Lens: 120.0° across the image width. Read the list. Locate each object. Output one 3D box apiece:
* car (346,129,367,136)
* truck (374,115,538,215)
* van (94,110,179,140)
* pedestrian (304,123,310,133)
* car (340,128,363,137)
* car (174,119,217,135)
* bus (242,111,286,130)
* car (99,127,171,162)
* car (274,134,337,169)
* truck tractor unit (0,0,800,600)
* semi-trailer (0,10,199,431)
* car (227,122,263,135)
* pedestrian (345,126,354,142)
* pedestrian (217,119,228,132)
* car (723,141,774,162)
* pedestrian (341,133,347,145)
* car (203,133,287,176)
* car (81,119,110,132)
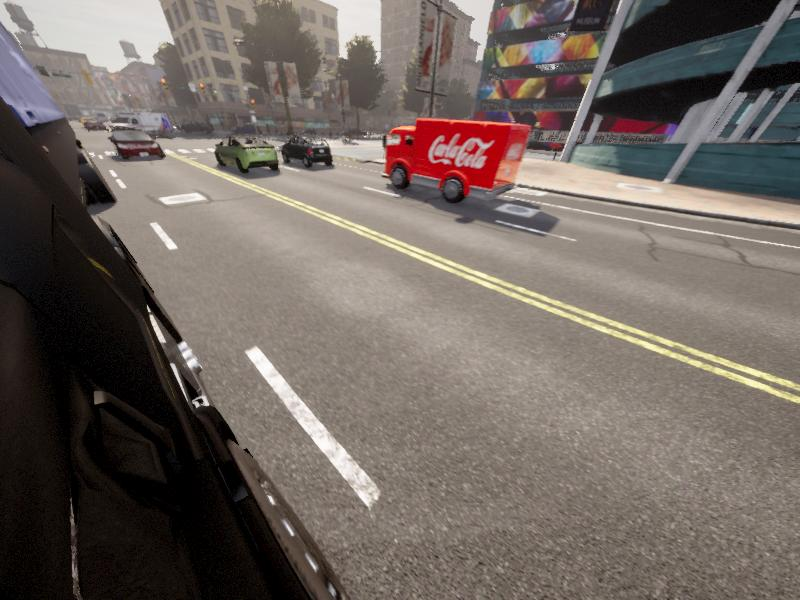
[{"bbox_3d":[-10.491,-40.516,55.926,1.895,1.301,4.718,29,44,31],"label":"car"},{"bbox_3d":[1.779,-5.505,9.047,5.204,2.467,2.627,29,44,29],"label":"truck"},{"bbox_3d":[-30.101,-20.332,26.892,2.351,2.431,6.366,2,37,1],"label":"van"},{"bbox_3d":[-22.615,-41.704,56.011,0.751,1.860,0.751,-29,47,-35],"label":"pedestrian"},{"bbox_3d":[-10.756,-37.241,51.421,1.812,1.442,4.674,29,44,31],"label":"car"},{"bbox_3d":[-33.328,-28.320,37.803,4.605,1.855,1.932,-9,38,-15],"label":"car"},{"bbox_3d":[-41.964,-55.712,71.815,3.944,4.253,10.273,29,44,31],"label":"bus"},{"bbox_3d":[-16.806,-9.921,14.608,4.792,1.488,2.163,30,45,32],"label":"car"},{"bbox_3d":[-5.934,-9.430,14.550,3.705,1.549,1.789,29,44,31],"label":"car"},{"bbox_3d":[-2.645,-0.295,0.351,6.516,4.208,3.053,28,44,30],"label":"truck tractor unit"},{"bbox_3d":[-8.547,-3.703,4.372,14.254,4.402,2.717,30,45,31],"label":"semi-trailer"},{"bbox_3d":[-27.201,-30.179,40.722,4.553,1.767,2.097,-29,47,-35],"label":"car"},{"bbox_3d":[-7.149,-23.438,32.600,0.751,1.860,0.751,-23,44,-30],"label":"pedestrian"},{"bbox_3d":[-34.641,-34.074,45.114,0.751,1.860,0.751,21,40,22],"label":"pedestrian"},{"bbox_3d":[48.271,-20.799,32.244,2.435,2.045,5.566,29,44,31],"label":"car"},{"bbox_3d":[-6.864,-19.723,28.298,0.500,1.100,0.500,-29,47,-35],"label":"pedestrian"},{"bbox_3d":[-8.392,-7.984,12.497,4.514,1.525,2.007,29,44,31],"label":"car"},{"bbox_3d":[-44.907,-25.723,34.066,4.181,1.385,1.994,29,44,31],"label":"car"}]
